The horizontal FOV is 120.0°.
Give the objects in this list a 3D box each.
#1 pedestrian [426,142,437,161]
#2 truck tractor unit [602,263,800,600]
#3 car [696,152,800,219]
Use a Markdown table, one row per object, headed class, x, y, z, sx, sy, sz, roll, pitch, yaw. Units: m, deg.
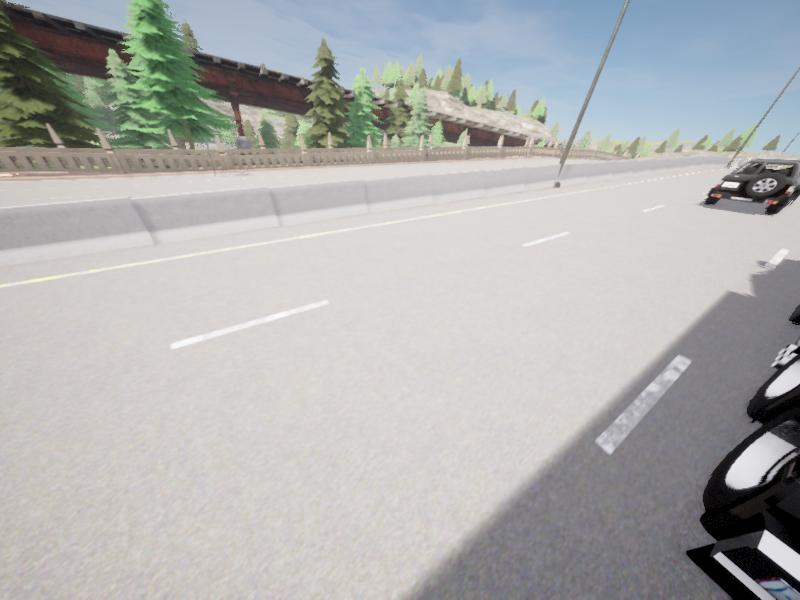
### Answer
| class | x | y | z | sx | sy | sz | roll | pitch | yaw |
| --- | --- | --- | --- | --- | --- | --- | --- | --- | --- |
| pedestrian | 3.725 | -17.780 | 27.656 | 0.751 | 1.860 | 0.751 | -12 | 36 | -28 |
| truck tractor unit | 5.109 | -0.302 | 0.782 | 6.516 | 4.208 | 3.053 | -18 | 39 | -24 |
| car | 14.920 | -4.841 | 9.446 | 4.605 | 1.855 | 1.932 | -18 | 39 | -24 |
